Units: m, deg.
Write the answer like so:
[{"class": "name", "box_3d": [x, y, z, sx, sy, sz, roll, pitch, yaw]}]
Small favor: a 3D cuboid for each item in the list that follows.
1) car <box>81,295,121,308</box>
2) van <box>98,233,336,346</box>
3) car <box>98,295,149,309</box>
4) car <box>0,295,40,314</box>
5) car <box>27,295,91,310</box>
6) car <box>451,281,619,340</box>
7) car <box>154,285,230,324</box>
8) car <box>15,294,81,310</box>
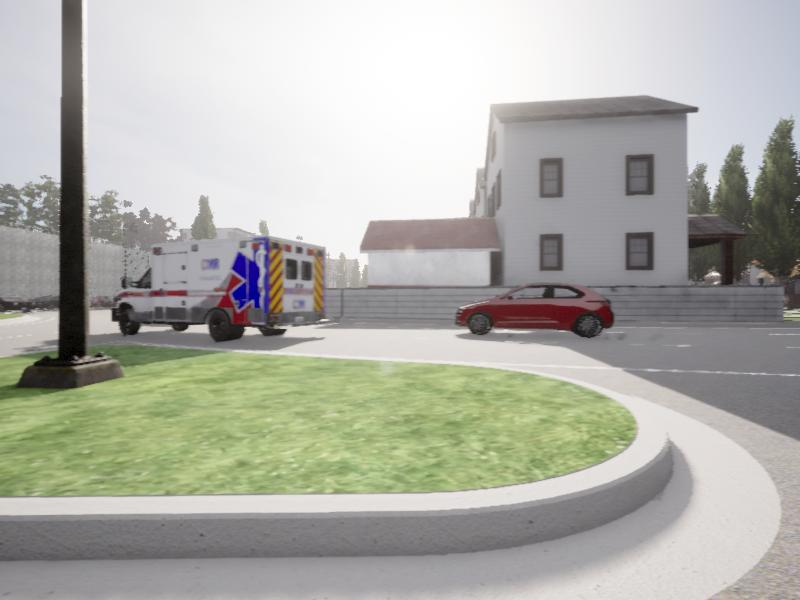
[{"class": "car", "box_3d": [-35.563, 0.204, 47.679, 1.845, 1.501, 3.633, 0, 0, 8]}, {"class": "van", "box_3d": [-5.101, -0.227, 11.012, 6.366, 2.431, 2.351, 0, 0, 24]}, {"class": "car", "box_3d": [-32.162, 0.205, 46.704, 2.038, 1.542, 4.974, 0, 0, 8]}, {"class": "car", "box_3d": [-29.139, 0.328, 29.012, 4.718, 1.301, 1.895, 0, 0, 9]}, {"class": "car", "box_3d": [-33.382, 0.250, 39.336, 1.812, 1.442, 4.674, 0, 0, 10]}, {"class": "car", "box_3d": [3.686, 0.252, 11.396, 4.193, 1.474, 1.816, 0, 0, 16]}, {"class": "car", "box_3d": [-10.094, 0.162, 19.168, 1.930, 1.638, 5.238, -1, 1, -42]}, {"class": "car", "box_3d": [-36.491, 0.205, 41.663, 2.038, 1.542, 4.974, 0, 0, 9]}]
